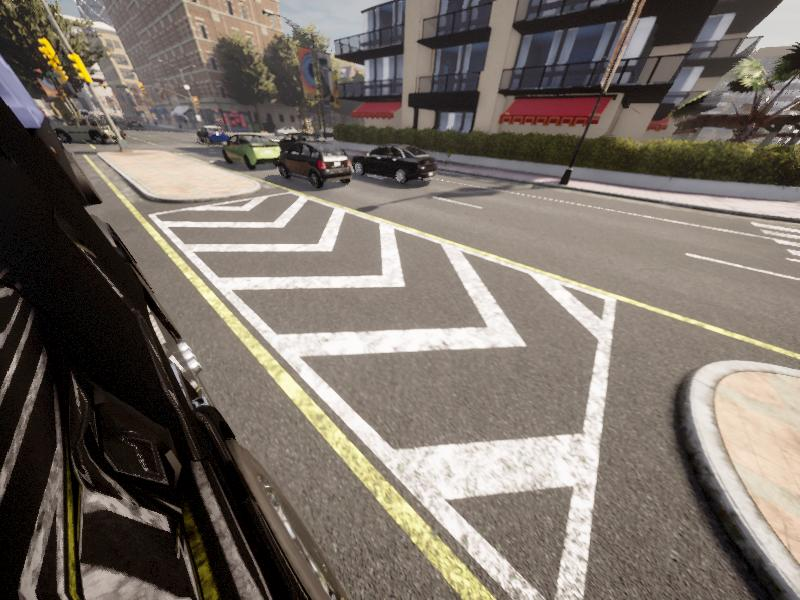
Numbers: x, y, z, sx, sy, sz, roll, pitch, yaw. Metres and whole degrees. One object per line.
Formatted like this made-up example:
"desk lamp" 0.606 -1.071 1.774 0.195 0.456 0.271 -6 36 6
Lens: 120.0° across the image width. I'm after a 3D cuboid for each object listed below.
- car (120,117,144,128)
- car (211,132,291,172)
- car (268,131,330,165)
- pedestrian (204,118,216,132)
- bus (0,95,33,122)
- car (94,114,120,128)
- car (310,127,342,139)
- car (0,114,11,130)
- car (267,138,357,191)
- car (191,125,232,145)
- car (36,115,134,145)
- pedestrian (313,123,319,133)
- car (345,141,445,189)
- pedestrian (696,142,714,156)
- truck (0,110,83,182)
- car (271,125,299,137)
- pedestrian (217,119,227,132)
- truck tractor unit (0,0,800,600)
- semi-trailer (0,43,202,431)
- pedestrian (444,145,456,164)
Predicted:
"car" -53.323 -35.290 45.960 4.974 1.542 2.038 28 44 30
"car" -8.602 -8.626 13.308 4.514 1.525 2.007 28 44 30
"car" -6.945 -10.520 15.868 3.988 1.617 1.851 28 44 30
"pedestrian" -32.082 -29.486 39.014 0.751 1.860 0.751 25 42 27
"bus" -84.715 -41.530 50.002 10.273 4.253 3.944 28 44 30
"car" -54.353 -33.236 42.876 4.605 1.855 1.932 29 44 29
"car" -13.085 -29.745 41.174 2.163 1.488 4.792 28 44 30
"car" -50.321 -21.951 28.390 5.008 1.535 1.882 28 44 30
"car" -3.870 -6.110 10.231 3.705 1.549 1.789 28 44 30
"car" -19.663 -17.263 24.146 3.806 1.475 1.970 28 44 30
"car" -26.461 -14.436 19.610 4.605 1.855 1.932 1 37 -1
"pedestrian" -19.790 -40.641 54.644 0.751 1.860 0.751 -25 45 -32
"car" -0.412 -6.977 11.660 4.892 1.490 1.837 28 44 30
"pedestrian" 51.180 -25.377 38.828 0.751 1.860 0.751 7 37 6
"truck" -16.498 -6.793 9.924 6.274 2.098 2.390 28 44 30
"car" -19.495 -28.608 39.213 1.845 1.501 3.633 28 44 30
"pedestrian" -31.730 -31.146 41.246 0.751 1.860 0.751 -18 41 -25
"truck tractor unit" -2.645 -0.295 0.351 6.516 4.208 3.053 28 44 30
"semi-trailer" -8.699 -3.611 4.217 14.254 4.402 2.717 28 44 30
"pedestrian" 3.586 -10.476 16.606 0.500 1.100 0.500 31 45 32
